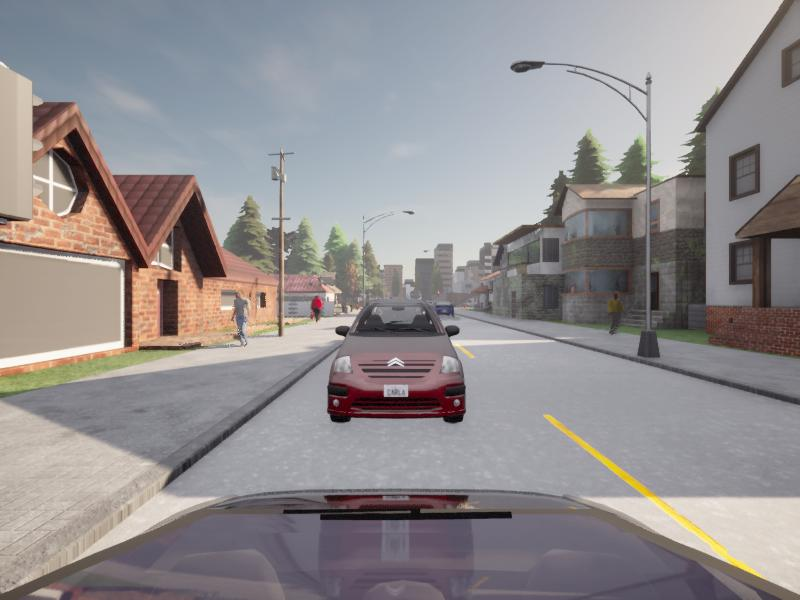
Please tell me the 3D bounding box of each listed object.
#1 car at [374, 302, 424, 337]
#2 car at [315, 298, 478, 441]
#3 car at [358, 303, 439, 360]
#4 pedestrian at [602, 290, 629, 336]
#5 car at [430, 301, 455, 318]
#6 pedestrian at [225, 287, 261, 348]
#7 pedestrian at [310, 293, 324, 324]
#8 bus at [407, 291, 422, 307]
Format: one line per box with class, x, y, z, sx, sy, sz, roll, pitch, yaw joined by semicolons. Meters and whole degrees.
car;-0.032;0.851;19.557;2.163;1.488;4.792;0;0;0
car;-0.037;0.788;6.528;1.851;1.617;3.988;0;0;0
car;-0.034;0.851;13.091;2.163;1.488;4.792;0;0;0
pedestrian;8.984;0.533;16.718;0.751;1.860;0.751;0;0;3
car;3.976;0.823;38.088;1.882;1.535;5.008;0;0;0
pedestrian;-4.908;0.533;12.535;0.751;1.860;0.751;0;0;12
pedestrian;-5.135;0.533;24.767;0.751;1.860;0.751;0;0;-2
bus;3.890;-0.319;112.118;3.944;4.253;10.273;0;0;0
